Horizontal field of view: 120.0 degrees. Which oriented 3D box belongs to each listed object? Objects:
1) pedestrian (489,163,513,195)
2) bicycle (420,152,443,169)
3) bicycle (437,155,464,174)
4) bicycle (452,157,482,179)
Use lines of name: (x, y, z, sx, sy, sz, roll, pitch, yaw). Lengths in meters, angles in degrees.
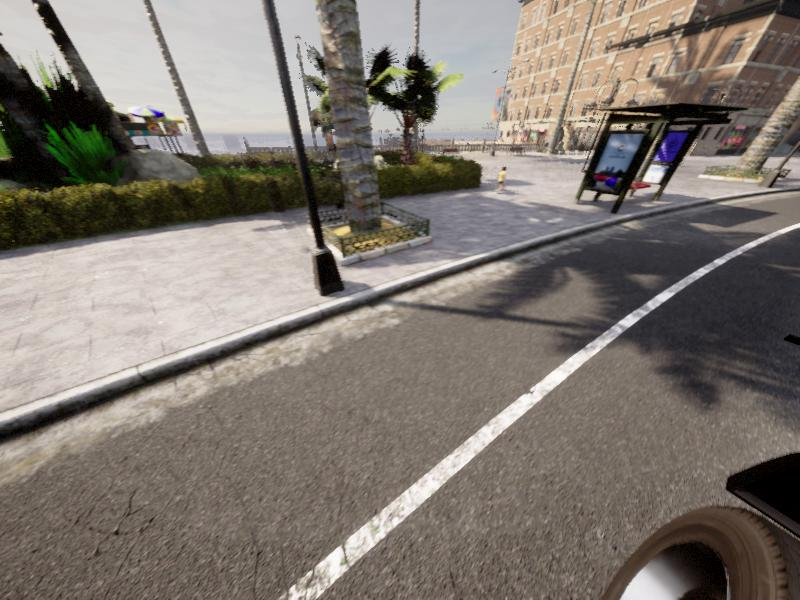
pedestrian: (4.274, -5.129, 9.795, 0.500, 1.100, 0.500, -13, 37, -17)
bicycle: (2.405, -10.641, 17.654, 1.643, 1.024, 0.373, -11, 37, -15)
bicycle: (3.342, -8.977, 15.318, 1.643, 1.024, 0.373, -11, 37, -15)
bicycle: (3.966, -7.866, 13.760, 1.643, 1.024, 0.373, -11, 37, -15)
